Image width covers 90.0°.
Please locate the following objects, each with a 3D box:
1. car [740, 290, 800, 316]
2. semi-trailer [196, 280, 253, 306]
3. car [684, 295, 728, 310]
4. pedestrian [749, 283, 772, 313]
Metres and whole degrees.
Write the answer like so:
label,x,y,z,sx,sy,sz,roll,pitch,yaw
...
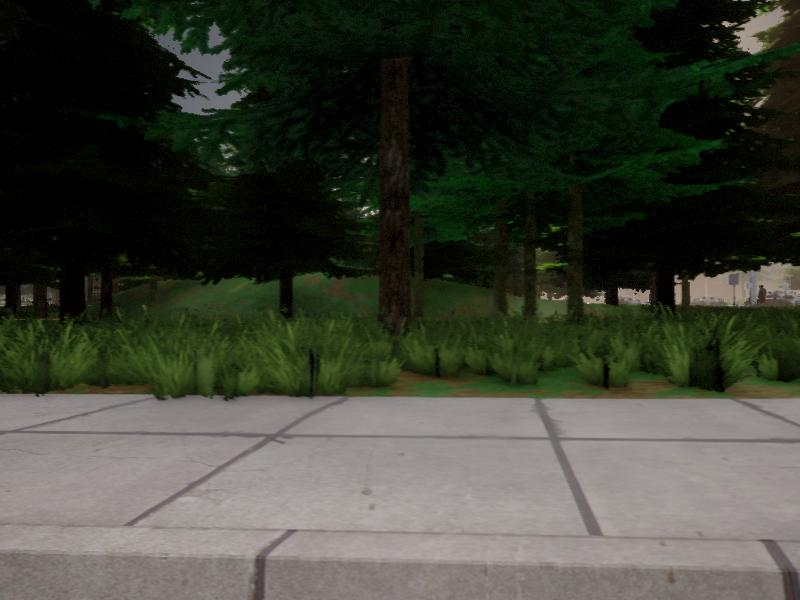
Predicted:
label,x,y,z,sx,sy,sz,roll,pitch,yaw
car,27.121,0.197,28.329,2.152,1.651,5.027,0,0,6
semi-trailer,-32.096,-1.217,74.224,2.717,4.402,14.254,0,0,8
car,32.047,0.274,42.022,1.970,1.475,3.806,0,0,5
pedestrian,22.589,-0.101,25.067,0.751,1.860,0.751,0,0,1
